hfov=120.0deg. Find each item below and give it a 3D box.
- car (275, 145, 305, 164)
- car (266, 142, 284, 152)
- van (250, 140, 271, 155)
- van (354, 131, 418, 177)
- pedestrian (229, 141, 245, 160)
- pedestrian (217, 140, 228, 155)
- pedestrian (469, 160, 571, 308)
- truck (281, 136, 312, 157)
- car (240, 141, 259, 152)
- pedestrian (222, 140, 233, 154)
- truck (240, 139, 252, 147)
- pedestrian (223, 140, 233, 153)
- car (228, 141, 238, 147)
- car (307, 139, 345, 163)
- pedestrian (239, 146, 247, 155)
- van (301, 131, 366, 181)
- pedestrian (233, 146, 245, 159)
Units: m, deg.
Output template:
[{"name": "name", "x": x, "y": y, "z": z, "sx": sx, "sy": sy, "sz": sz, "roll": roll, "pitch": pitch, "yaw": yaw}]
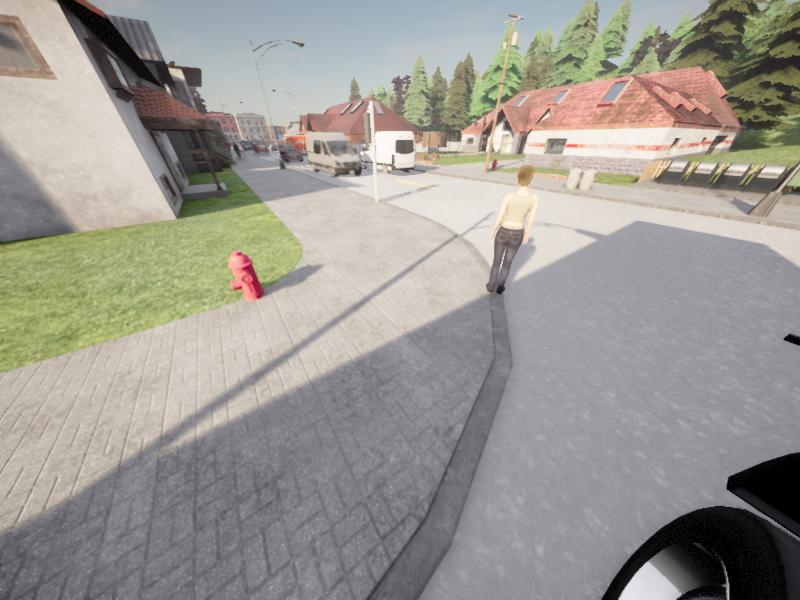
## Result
[{"name": "car", "x": -11.957, "y": -15.835, "z": 25.087, "sx": 1.789, "sy": 1.549, "sz": 3.705, "roll": -23, "pitch": 41, "yaw": -28}, {"name": "car", "x": -24.564, "y": -30.107, "z": 45.414, "sx": 2.038, "sy": 1.542, "sz": 4.974, "roll": -21, "pitch": 40, "yaw": -27}, {"name": "van", "x": -22.682, "y": -24.809, "z": 37.504, "sx": 1.775, "sy": 1.987, "sz": 4.442, "roll": -23, "pitch": 41, "yaw": -28}, {"name": "van", "x": -1.232, "y": -11.374, "z": 17.834, "sx": 1.988, "sy": 2.561, "sz": 5.915, "roll": -21, "pitch": 40, "yaw": -27}, {"name": "pedestrian", "x": -18.751, "y": -17.220, "z": 26.605, "sx": 0.751, "sy": 1.860, "sz": 0.751, "roll": -14, "pitch": 37, "yaw": -18}, {"name": "pedestrian", "x": -27.503, "y": -23.660, "z": 35.794, "sx": 0.751, "sy": 1.860, "sz": 0.751, "roll": -23, "pitch": 41, "yaw": -28}, {"name": "pedestrian", "x": 1.603, "y": -0.927, "z": 3.375, "sx": 0.751, "sy": 1.860, "sz": 0.751, "roll": 14, "pitch": 37, "yaw": 19}, {"name": "truck", "x": -15.610, "y": -23.146, "z": 34.690, "sx": 2.627, "sy": 2.467, "sz": 5.204, "roll": -21, "pitch": 40, "yaw": -26}, {"name": "car", "x": -30.658, "y": -31.207, "z": 46.897, "sx": 2.242, "sy": 1.667, "sz": 4.611, "roll": -23, "pitch": 41, "yaw": -28}, {"name": "pedestrian", "x": -26.865, "y": -23.842, "z": 36.047, "sx": 0.751, "sy": 1.860, "sz": 0.751, "roll": -18, "pitch": 39, "yaw": -24}, {"name": "truck", "x": -51.382, "y": -52.401, "z": 77.023, "sx": 2.390, "sy": 2.098, "sz": 6.274, "roll": -22, "pitch": 41, "yaw": -28}, {"name": "pedestrian", "x": -30.347, "y": -27.105, "z": 40.696, "sx": 0.751, "sy": 1.860, "sz": 0.751, "roll": -13, "pitch": 37, "yaw": -18}, {"name": "car", "x": -53.937, "y": -50.268, "z": 74.543, "sx": 1.845, "sy": 1.501, "sz": 3.633, "roll": -22, "pitch": 41, "yaw": -28}, {"name": "car", "x": -8.632, "y": -17.241, "z": 26.626, "sx": 2.150, "sy": 2.045, "sz": 5.566, "roll": -22, "pitch": 40, "yaw": -27}, {"name": "pedestrian", "x": -23.340, "y": -22.173, "z": 34.316, "sx": 0.500, "sy": 1.100, "sz": 0.500, "roll": 26, "pitch": 43, "yaw": 32}, {"name": "van", "x": -4.824, "y": -10.368, "z": 16.432, "sx": 1.988, "sy": 2.561, "sz": 5.915, "roll": -23, "pitch": 41, "yaw": -28}, {"name": "pedestrian", "x": -20.007, "y": -18.386, "z": 28.751, "sx": 0.751, "sy": 1.300, "sz": 0.751, "roll": -13, "pitch": 37, "yaw": -18}]
